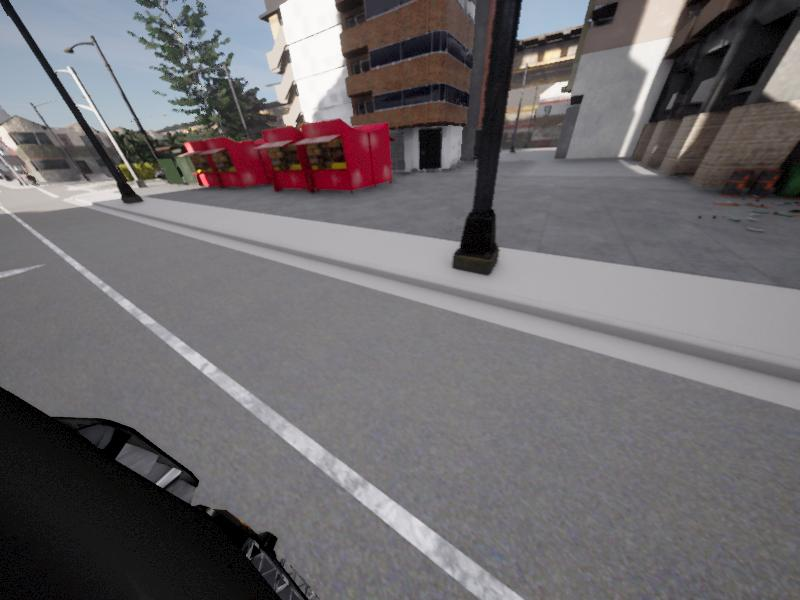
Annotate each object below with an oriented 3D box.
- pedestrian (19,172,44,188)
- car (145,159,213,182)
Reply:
[{"bbox_3d":[-50.809,-16.519,31.893,0.751,1.860,0.751,-17,35,-20],"label":"pedestrian"},{"bbox_3d":[-27.919,-16.544,29.498,2.150,2.045,5.566,16,38,27],"label":"car"}]
